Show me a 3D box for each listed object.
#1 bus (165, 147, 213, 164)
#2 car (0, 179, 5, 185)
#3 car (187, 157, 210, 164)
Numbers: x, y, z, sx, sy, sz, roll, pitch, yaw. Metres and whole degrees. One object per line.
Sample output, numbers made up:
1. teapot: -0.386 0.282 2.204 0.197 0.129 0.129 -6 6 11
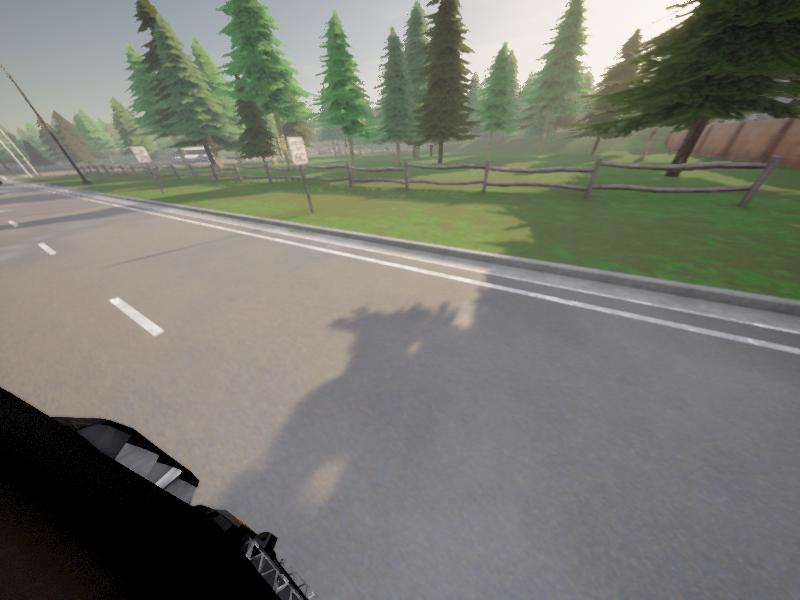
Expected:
1. bus: -69.744 -48.062 76.845 3.944 4.253 10.273 16 38 25
2. car: -55.963 -16.513 30.842 5.566 2.045 2.150 16 38 26
3. car: -64.304 -44.620 73.790 1.837 1.490 4.892 16 38 25
